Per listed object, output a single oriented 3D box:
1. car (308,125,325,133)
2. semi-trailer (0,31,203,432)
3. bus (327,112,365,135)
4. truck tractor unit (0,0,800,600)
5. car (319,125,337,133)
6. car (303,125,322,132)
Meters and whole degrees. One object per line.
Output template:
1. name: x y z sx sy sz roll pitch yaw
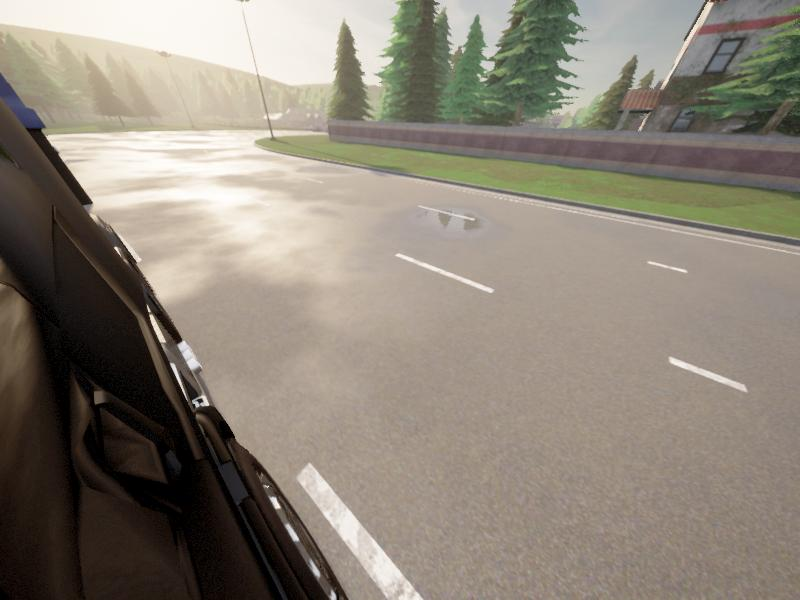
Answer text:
1. car: -23.016 -47.104 63.619 1.816 1.474 4.193 17 39 18
2. semi-trailer: -8.799 -3.543 4.113 14.254 4.402 2.717 27 43 29
3. bus: -13.488 -45.065 59.226 3.944 4.253 10.273 17 39 18
4. truck tractor unit: -2.645 -0.295 0.351 6.516 4.208 3.053 28 44 30
5. car: -19.499 -46.588 63.031 2.033 1.649 4.856 17 39 18
6. car: -25.178 -49.270 66.367 2.163 1.488 4.792 19 40 21
